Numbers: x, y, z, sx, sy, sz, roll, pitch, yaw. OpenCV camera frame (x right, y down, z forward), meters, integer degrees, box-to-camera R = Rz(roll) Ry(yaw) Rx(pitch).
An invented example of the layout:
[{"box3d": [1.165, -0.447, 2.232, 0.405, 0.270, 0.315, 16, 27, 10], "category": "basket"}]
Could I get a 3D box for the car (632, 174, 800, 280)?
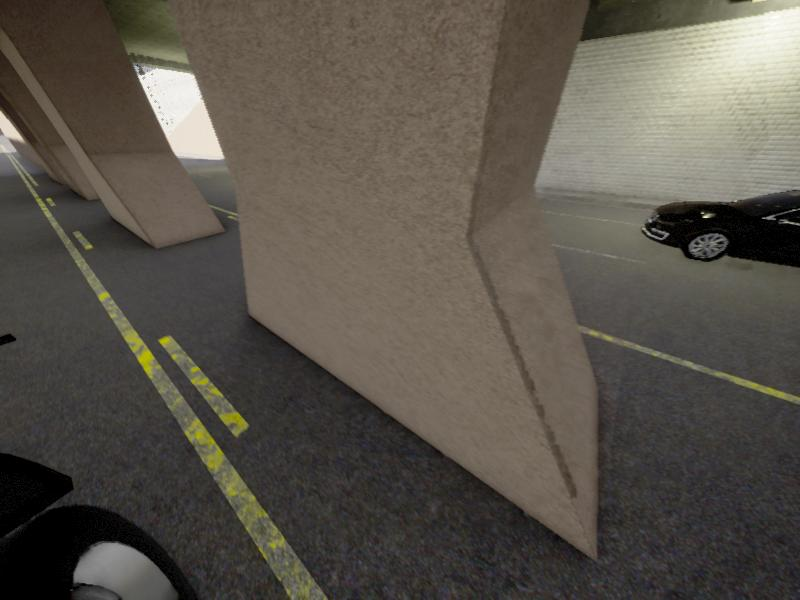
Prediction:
[{"box3d": [8.412, -1.426, 4.707, 4.892, 1.490, 1.837, 22, 41, 28], "category": "car"}]
